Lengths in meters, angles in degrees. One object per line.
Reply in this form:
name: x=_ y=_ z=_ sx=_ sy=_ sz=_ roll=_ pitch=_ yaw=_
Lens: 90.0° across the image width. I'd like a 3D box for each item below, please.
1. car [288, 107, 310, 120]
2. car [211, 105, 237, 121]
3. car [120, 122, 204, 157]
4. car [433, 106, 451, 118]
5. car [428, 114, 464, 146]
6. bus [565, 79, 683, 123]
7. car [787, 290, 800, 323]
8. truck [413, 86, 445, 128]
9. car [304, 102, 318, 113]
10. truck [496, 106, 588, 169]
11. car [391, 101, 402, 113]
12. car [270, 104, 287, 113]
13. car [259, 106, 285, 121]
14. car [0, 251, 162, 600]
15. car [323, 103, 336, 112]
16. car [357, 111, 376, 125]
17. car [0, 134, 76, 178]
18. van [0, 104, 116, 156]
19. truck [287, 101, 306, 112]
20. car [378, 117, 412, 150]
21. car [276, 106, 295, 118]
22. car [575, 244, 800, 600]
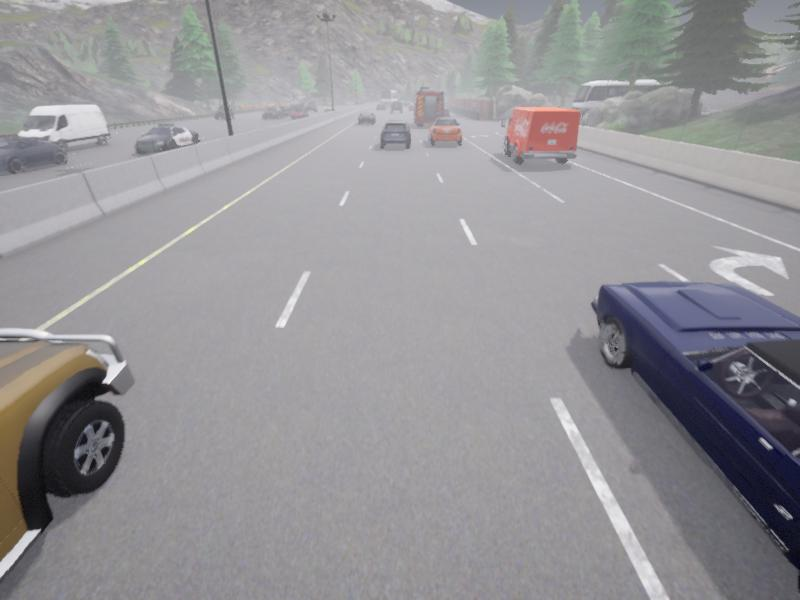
car: x=-14.464 y=-26.852 z=57.608 sx=2.007 sy=1.525 sz=4.514 roll=0 pitch=27 yaw=0
car: x=-24.961 y=-26.640 z=56.871 sx=1.905 sy=1.878 sz=3.866 roll=0 pitch=27 yaw=0
car: x=-14.184 y=-9.830 z=24.302 sx=2.038 sy=1.542 sz=4.974 roll=0 pitch=27 yaw=0
car: x=6.475 y=-29.079 z=61.816 sx=2.163 sy=1.488 sz=4.792 roll=0 pitch=27 yaw=0
car: x=3.129 y=-11.959 z=28.036 sx=2.097 sy=1.767 sz=4.553 roll=1 pitch=27 yaw=2
bus: x=24.797 y=-22.318 z=44.981 sx=10.273 sy=4.253 sz=3.944 roll=0 pitch=27 yaw=0
car: x=6.988 y=0.613 z=3.622 sx=2.033 sy=1.649 sz=4.856 roll=0 pitch=27 yaw=0
truck: x=3.137 y=-21.824 z=45.088 sx=2.891 sy=3.827 sz=8.468 roll=0 pitch=27 yaw=0
car: x=-18.173 y=-39.557 z=82.060 sx=1.905 sy=1.878 sz=3.866 roll=0 pitch=27 yaw=0
truck: x=6.837 y=-8.345 z=20.205 sx=2.627 sy=2.467 sz=5.204 roll=0 pitch=27 yaw=0
car: x=-0.638 y=-37.617 z=77.942 sx=2.150 sy=2.045 sz=5.566 roll=0 pitch=27 yaw=0
car: x=-25.177 y=-39.731 z=82.925 sx=2.128 sy=1.511 sz=4.902 roll=0 pitch=27 yaw=0
car: x=-17.956 y=-26.386 z=56.406 sx=2.097 sy=1.767 sz=4.553 roll=0 pitch=27 yaw=0
car: x=-3.492 y=1.453 z=1.786 sx=1.932 sy=1.855 sz=4.605 roll=0 pitch=27 yaw=0
car: x=-14.682 y=-40.084 z=83.422 sx=1.801 sy=1.575 sz=5.366 roll=0 pitch=27 yaw=0
car: x=-3.877 y=-21.565 z=47.416 sx=1.895 sy=1.301 sz=4.718 roll=0 pitch=27 yaw=0
car: x=-17.633 y=-6.677 z=18.350 sx=1.994 sy=1.385 sz=4.181 roll=0 pitch=27 yaw=0
van: x=-21.198 y=-10.854 z=25.254 sx=1.988 sy=2.561 sz=5.915 roll=0 pitch=27 yaw=0
truck: x=-21.689 y=-40.693 z=84.053 sx=2.390 sy=2.098 sz=6.274 roll=0 pitch=27 yaw=0
car: x=-0.283 y=-11.172 z=26.710 sx=2.033 sy=1.649 sz=4.856 roll=0 pitch=27 yaw=1
car: x=-18.339 y=-30.169 z=64.088 sx=1.851 sy=1.617 sz=3.988 roll=0 pitch=27 yaw=0
car: x=3.493 y=0.934 z=3.387 sx=1.895 sy=1.301 sz=4.718 roll=0 pitch=27 yaw=0
